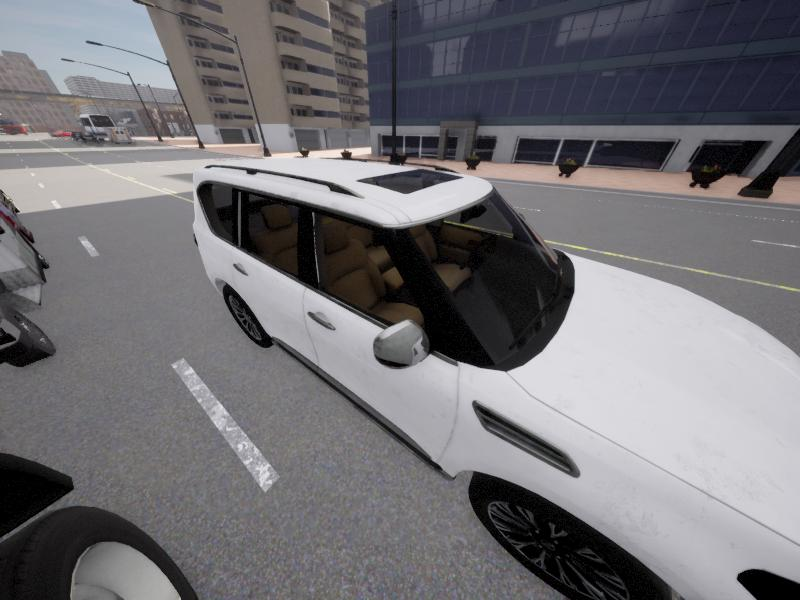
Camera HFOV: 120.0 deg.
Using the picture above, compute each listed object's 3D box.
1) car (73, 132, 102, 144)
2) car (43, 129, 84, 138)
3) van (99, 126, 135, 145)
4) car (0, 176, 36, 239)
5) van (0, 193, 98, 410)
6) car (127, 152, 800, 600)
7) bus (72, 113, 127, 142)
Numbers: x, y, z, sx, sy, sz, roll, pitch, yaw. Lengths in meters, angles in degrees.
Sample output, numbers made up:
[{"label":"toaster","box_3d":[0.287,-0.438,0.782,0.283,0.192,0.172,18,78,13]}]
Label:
[{"label":"car","box_3d":[-56.380,-29.257,41.687,4.902,1.511,2.128,24,42,27]},{"label":"car","box_3d":[-77.565,-38.421,53.336,2.242,1.667,4.611,7,36,8]},{"label":"van","box_3d":[-51.769,-30.141,42.303,6.366,2.431,2.351,24,42,27]},{"label":"car","box_3d":[-12.932,-2.857,6.571,4.902,1.511,2.128,23,41,28]},{"label":"van","box_3d":[-6.909,-0.727,2.804,6.366,2.431,2.351,22,41,28]},{"label":"car","box_3d":[-0.020,-0.211,2.439,5.566,2.045,2.150,23,41,28]},{"label":"bus","box_3d":[-60.726,-34.803,46.657,10.273,4.253,3.944,24,41,27]}]
